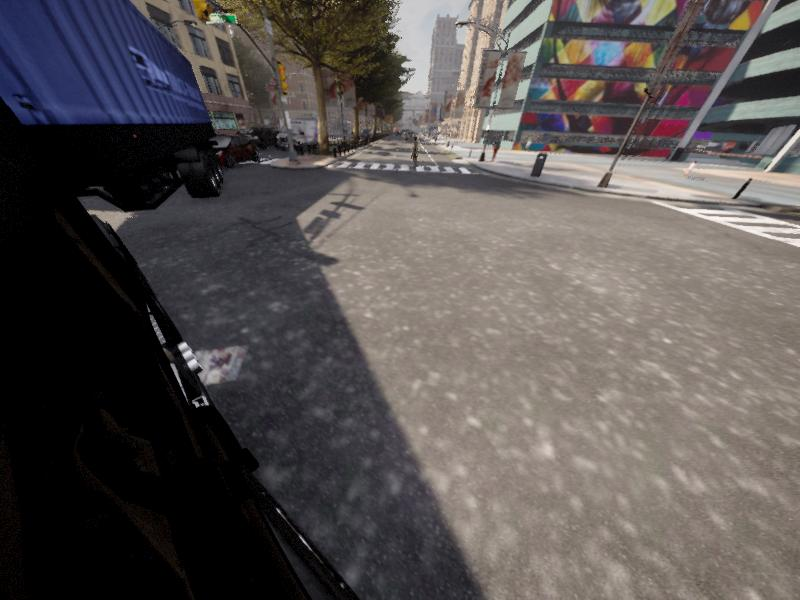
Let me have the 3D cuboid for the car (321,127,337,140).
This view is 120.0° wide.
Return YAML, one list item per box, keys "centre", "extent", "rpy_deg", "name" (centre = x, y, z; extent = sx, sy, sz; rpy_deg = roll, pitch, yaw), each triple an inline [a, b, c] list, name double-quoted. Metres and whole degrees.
- centre: [-13.586, -31.933, 44.232]
  extent: [2.097, 1.767, 4.553]
  rpy_deg: [-11, 39, -18]
  name: "car"

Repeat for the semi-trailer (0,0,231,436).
- centre: [-6.857, -4.426, 5.457]
  extent: [2.717, 4.402, 14.254]
  rpy_deg: [-16, 41, -23]
  name: "semi-trailer"

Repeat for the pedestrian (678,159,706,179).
- centre: [19.323, -8.658, 15.303]
  extent: [0.500, 1.100, 0.500]
  rpy_deg: [7, 37, 6]
  name: "pedestrian"

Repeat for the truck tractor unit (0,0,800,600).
- centre: [-2.645, -0.295, 0.351]
  extent: [6.516, 4.208, 3.053]
  rpy_deg: [28, 44, 30]
  name: "truck tractor unit"

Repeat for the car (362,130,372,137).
- centre: [-8.808, -44.709, 62.005]
  extent: [1.812, 1.442, 4.674]
  rpy_deg: [3, 37, 0]
  name: "car"

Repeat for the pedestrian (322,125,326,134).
- centre: [-20.420, -45.577, 61.796]
  extent: [0.751, 1.860, 0.751]
  rpy_deg: [-4, 37, -9]
  name: "pedestrian"

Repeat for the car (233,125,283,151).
- centre: [-13.602, -15.857, 22.549]
  extent: [1.932, 1.855, 4.605]
  rpy_deg: [3, 36, 0]
  name: "car"

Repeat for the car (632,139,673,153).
- centre: [51.584, -31.639, 47.414]
  extent: [2.435, 2.045, 5.566]
  rpy_deg: [3, 37, 0]
  name: "car"

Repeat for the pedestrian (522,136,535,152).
- centre: [18.179, -22.060, 32.613]
  extent: [0.751, 1.860, 0.751]
  rpy_deg: [-7, 38, -13]
  name: "pedestrian"

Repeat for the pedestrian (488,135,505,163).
- centre: [7.923, -12.458, 19.055]
  extent: [0.751, 1.860, 0.751]
  rpy_deg: [9, 37, 9]
  name: "pedestrian"

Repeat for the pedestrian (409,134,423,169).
- centre: [1.040, -9.877, 15.405]
  extent: [0.751, 1.860, 0.751]
  rpy_deg: [7, 37, 6]
  name: "pedestrian"

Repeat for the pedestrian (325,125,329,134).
- centre: [-19.513, -45.592, 61.873]
  extent: [0.751, 1.860, 0.751]
  rpy_deg: [2, 37, -1]
  name: "pedestrian"

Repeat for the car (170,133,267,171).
- centre: [-10.413, -9.036, 13.909]
  extent: [2.163, 1.488, 4.792]
  rpy_deg: [1, 37, -2]
  name: "car"

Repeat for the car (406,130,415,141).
- centre: [2.375, -37.325, 52.420]
  extent: [1.932, 1.855, 4.605]
  rpy_deg: [3, 37, 0]
  name: "car"

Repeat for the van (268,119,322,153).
- centre: [-10.081, -16.375, 23.005]
  extent: [2.351, 2.431, 6.366]
  rpy_deg: [3, 37, 0]
  name: "van"

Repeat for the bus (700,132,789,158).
- centre: [76.682, -35.080, 52.100]
  extent: [3.944, 4.253, 10.273]
  rpy_deg: [3, 37, 0]
  name: "bus"

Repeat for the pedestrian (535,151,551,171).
- centre: [9.945, -9.724, 16.144]
  extent: [0.500, 1.100, 0.500]
  rpy_deg: [9, 37, 8]
  name: "pedestrian"
